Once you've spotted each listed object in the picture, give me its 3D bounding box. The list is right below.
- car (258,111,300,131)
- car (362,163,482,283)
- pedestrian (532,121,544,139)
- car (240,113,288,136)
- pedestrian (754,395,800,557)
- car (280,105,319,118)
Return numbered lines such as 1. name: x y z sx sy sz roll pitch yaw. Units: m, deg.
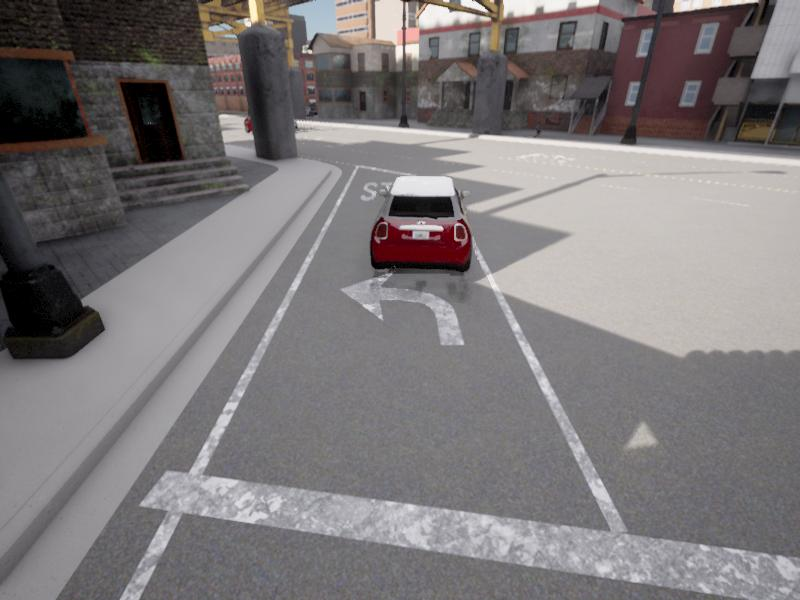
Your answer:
1. car: -11.388 -16.833 37.535 1.970 1.475 3.806 -24 36 -39
2. car: 0.494 -1.865 8.559 1.970 1.475 3.806 2 27 4
3. pedestrian: 9.646 -11.869 27.954 0.500 1.100 0.500 23 35 37
4. car: -11.324 -14.558 33.134 4.193 1.474 1.816 25 36 39
5. pedestrian: 3.361 0.926 2.686 0.751 1.860 0.751 9 29 16
6. car: -13.874 -25.961 55.080 4.974 1.542 2.038 -7 28 -13
